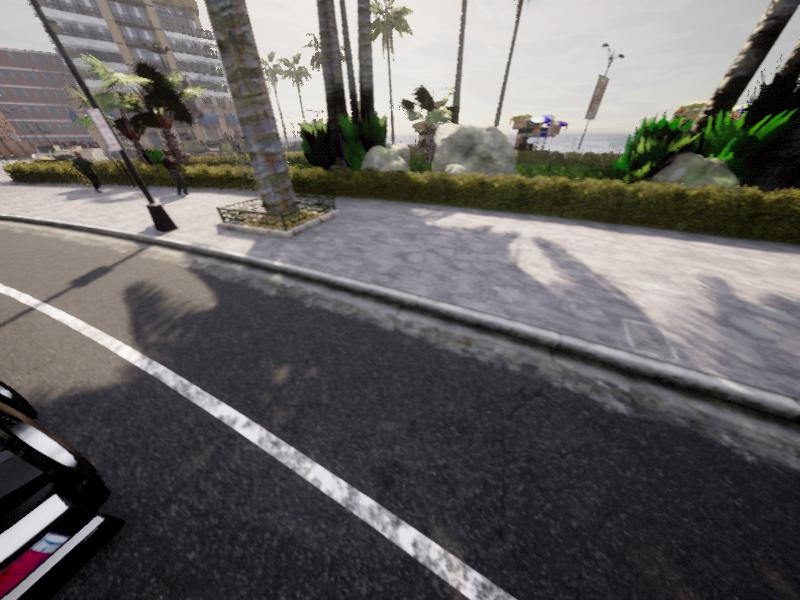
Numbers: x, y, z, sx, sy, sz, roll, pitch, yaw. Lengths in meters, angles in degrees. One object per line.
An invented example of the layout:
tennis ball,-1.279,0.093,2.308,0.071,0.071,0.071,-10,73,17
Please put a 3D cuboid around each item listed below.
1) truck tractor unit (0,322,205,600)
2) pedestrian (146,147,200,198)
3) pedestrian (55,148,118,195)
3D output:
truck tractor unit,-5.212,-0.184,0.632,6.516,4.208,3.053,14,38,19
pedestrian,-9.924,-5.608,10.185,0.751,1.860,0.751,8,36,11
pedestrian,-14.664,-6.037,10.867,0.751,1.860,0.751,9,36,14
